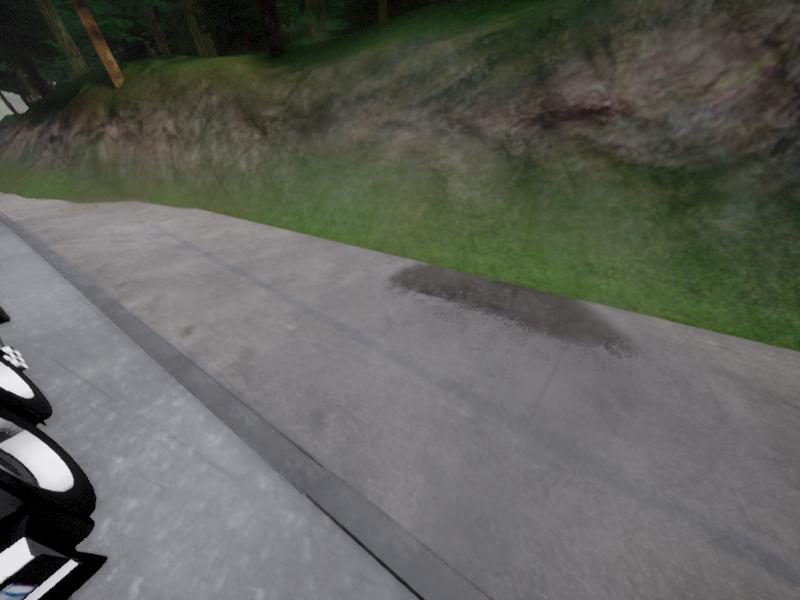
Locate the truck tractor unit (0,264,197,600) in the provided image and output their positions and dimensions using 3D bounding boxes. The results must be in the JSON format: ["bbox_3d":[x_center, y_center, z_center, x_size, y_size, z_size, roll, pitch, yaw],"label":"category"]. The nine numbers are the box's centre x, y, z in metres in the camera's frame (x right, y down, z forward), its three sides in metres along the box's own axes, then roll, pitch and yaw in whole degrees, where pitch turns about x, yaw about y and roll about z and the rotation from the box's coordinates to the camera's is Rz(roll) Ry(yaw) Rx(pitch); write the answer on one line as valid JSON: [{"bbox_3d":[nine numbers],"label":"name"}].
[{"bbox_3d":[-5.120,-0.289,0.791,6.516,4.208,3.053,18,39,24],"label":"truck tractor unit"}]
